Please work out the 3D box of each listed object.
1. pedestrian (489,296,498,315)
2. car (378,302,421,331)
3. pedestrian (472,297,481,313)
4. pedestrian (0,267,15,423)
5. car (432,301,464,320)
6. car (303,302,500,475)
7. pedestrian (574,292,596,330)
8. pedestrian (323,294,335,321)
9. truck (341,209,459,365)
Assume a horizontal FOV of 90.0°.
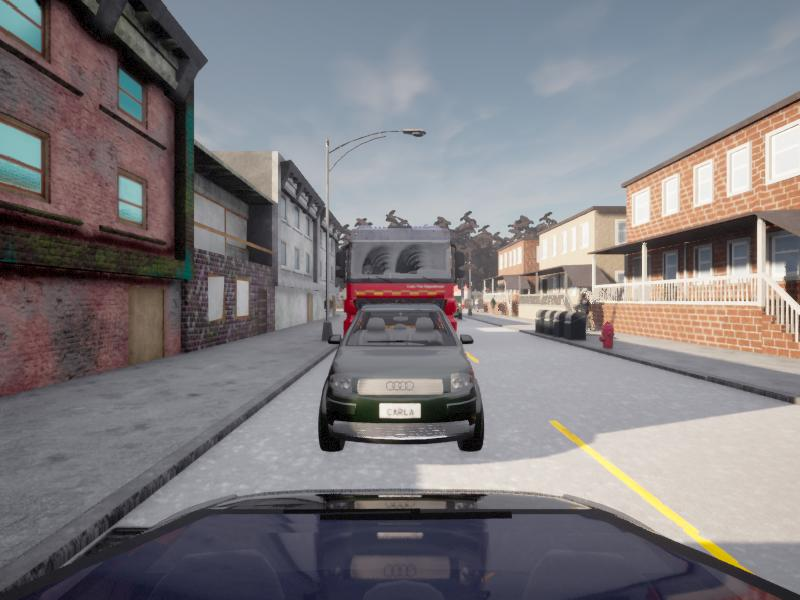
[{"bbox_3d":[9.248,0.533,39.699,0.751,1.860,0.751,0,0,1],"label":"pedestrian"},{"bbox_3d":[-0.021,0.851,22.747,2.163,1.488,4.792,0,0,0],"label":"car"},{"bbox_3d":[8.963,0.525,46.799,0.751,1.860,0.751,0,0,-15],"label":"pedestrian"},{"bbox_3d":[-5.124,0.533,4.555,0.751,1.860,0.751,0,0,0],"label":"pedestrian"},{"bbox_3d":[3.961,0.826,33.634,2.038,1.542,4.974,0,0,0],"label":"car"},{"bbox_3d":[0.007,0.815,5.489,1.789,1.549,3.705,0,0,0],"label":"car"},{"bbox_3d":[9.066,0.533,19.620,0.751,1.860,0.751,0,0,0],"label":"pedestrian"},{"bbox_3d":[-5.119,0.533,28.862,0.751,1.860,0.751,0,0,-7],"label":"pedestrian"},{"bbox_3d":[-0.010,-0.321,14.022,2.891,3.827,8.468,0,0,0],"label":"truck"}]
